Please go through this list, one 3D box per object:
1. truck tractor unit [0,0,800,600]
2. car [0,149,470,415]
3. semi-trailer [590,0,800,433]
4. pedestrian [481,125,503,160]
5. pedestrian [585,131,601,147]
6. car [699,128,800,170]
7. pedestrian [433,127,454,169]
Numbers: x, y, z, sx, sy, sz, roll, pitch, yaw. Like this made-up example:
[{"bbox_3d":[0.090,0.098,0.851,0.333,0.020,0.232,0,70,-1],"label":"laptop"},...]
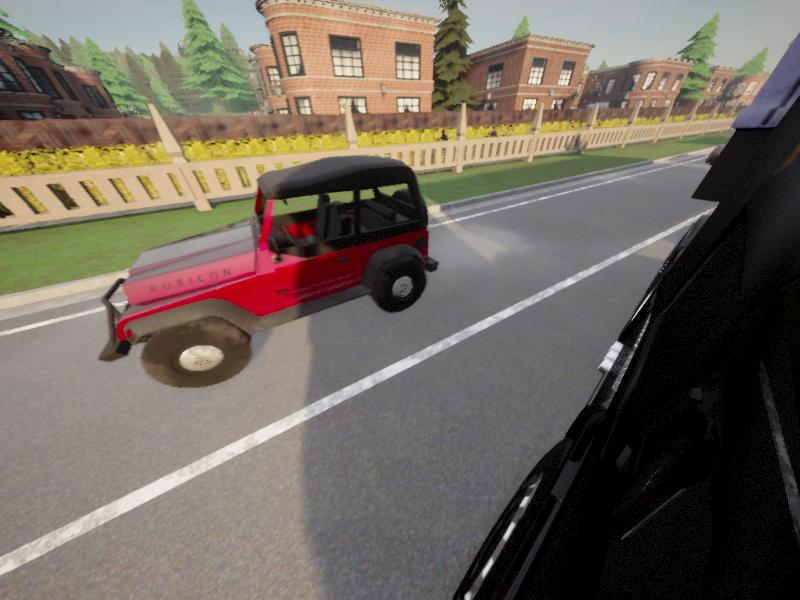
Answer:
[{"bbox_3d":[2.645,-0.295,0.351,6.516,4.208,3.053,-28,44,-30],"label":"truck tractor unit"},{"bbox_3d":[-1.321,-0.726,3.117,3.866,1.878,1.905,-21,40,-22],"label":"car"},{"bbox_3d":[9.186,-3.219,3.678,14.254,4.402,2.717,-22,41,-24],"label":"semi-trailer"},{"bbox_3d":[6.123,-10.516,15.414,0.751,1.860,0.751,-21,41,-22],"label":"pedestrian"},{"bbox_3d":[16.244,-13.556,19.465,0.500,1.100,0.500,-11,38,-10],"label":"pedestrian"},{"bbox_3d":[17.640,-7.617,11.550,4.181,1.385,1.994,-21,40,-22],"label":"car"},{"bbox_3d":[2.413,-8.565,13.047,0.751,1.860,0.751,-21,41,-23],"label":"pedestrian"}]
